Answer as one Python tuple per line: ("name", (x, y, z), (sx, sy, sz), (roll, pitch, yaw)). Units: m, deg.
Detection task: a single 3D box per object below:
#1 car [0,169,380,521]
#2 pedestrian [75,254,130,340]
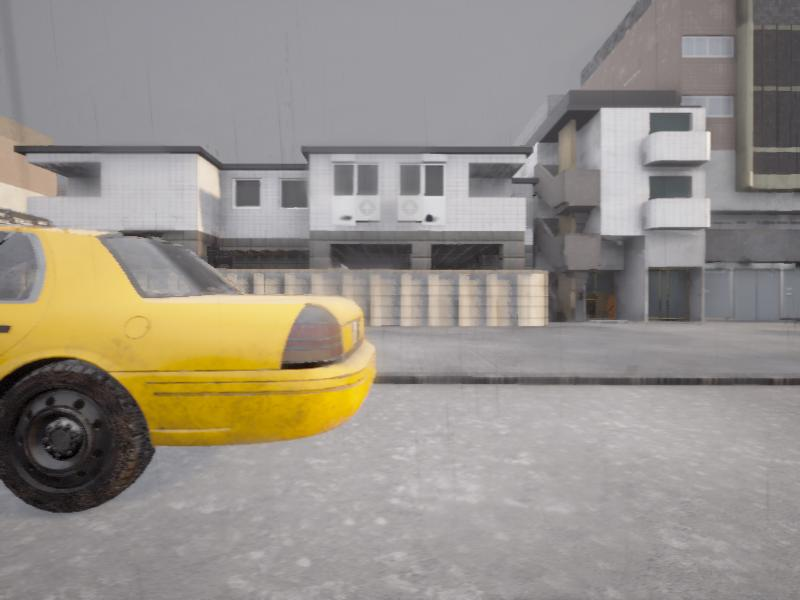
("car", (-2.864, 0.196, 2.694), (5.366, 1.575, 1.801), (0, 0, 0))
("pedestrian", (-6.792, -0.065, 9.173), (0.751, 1.860, 0.751), (0, 0, -11))
